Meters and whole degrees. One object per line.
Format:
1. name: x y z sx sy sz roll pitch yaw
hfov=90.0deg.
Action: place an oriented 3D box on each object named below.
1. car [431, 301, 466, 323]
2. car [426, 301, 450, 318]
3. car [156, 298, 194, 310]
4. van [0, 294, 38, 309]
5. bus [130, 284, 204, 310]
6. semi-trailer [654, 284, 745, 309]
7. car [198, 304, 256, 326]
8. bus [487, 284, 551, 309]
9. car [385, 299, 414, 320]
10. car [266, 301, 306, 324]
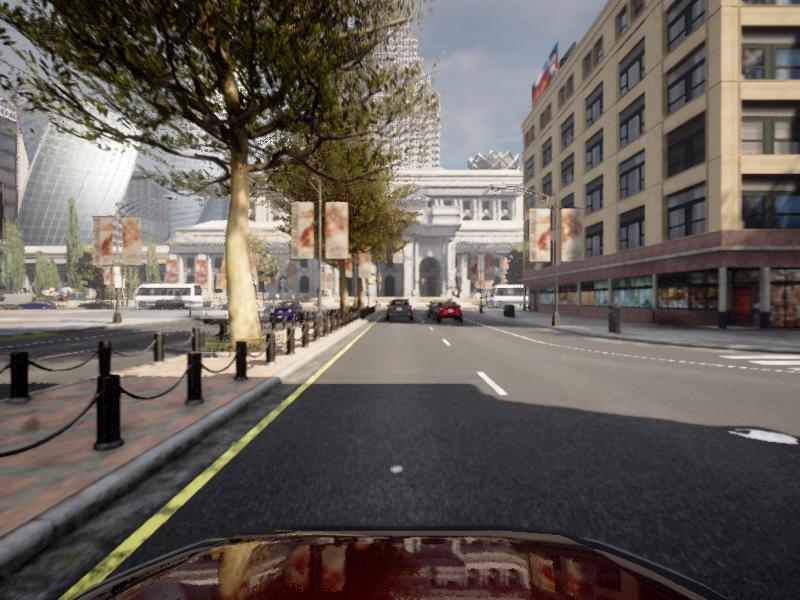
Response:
1. car: 3.470 0.818 29.480 2.007 1.525 4.514 0 0 0
2. car: 3.416 0.857 36.661 1.812 1.442 4.674 0 0 0
3. car: -34.077 0.633 60.671 4.605 1.855 1.932 0 0 0
4. van: -65.488 0.278 67.657 5.915 2.561 1.988 0 0 -25
5. bus: -39.123 -0.562 67.549 10.273 4.253 3.944 0 0 0
6. semi-trailer: 53.441 -0.643 71.632 14.254 4.402 2.717 0 0 0
7. car: -11.532 0.932 27.078 1.895 1.301 4.718 0 0 0
8. bus: 20.950 -0.557 70.892 10.273 4.253 3.944 0 0 0
9. car: -0.037 0.746 33.627 2.242 1.667 4.611 0 0 0
10. car: -8.029 0.815 28.481 1.845 1.501 3.633 0 0 0
